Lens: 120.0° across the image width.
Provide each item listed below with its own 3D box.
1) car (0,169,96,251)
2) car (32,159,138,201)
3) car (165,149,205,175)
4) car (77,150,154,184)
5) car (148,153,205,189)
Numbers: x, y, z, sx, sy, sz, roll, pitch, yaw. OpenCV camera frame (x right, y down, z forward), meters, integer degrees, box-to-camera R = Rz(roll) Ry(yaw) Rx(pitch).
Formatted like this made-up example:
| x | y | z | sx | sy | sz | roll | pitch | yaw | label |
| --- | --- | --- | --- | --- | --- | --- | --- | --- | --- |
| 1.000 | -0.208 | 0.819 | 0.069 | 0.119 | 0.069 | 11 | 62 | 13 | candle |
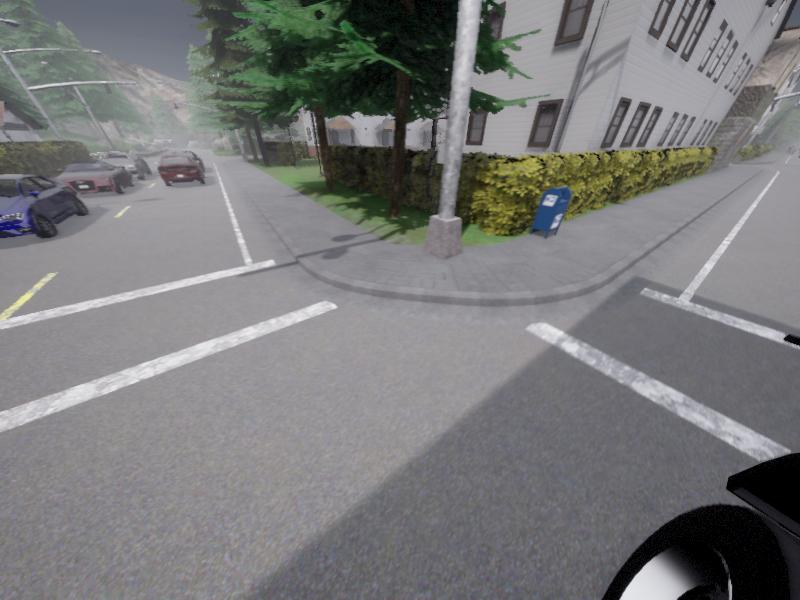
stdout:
| x | y | z | sx | sy | sz | roll | pitch | yaw | label |
| --- | --- | --- | --- | --- | --- | --- | --- | --- | --- |
| -11.511 | -2.809 | 6.834 | 1.816 | 1.474 | 4.193 | -21 | 40 | -28 | car |
| -15.869 | -6.382 | 12.024 | 1.994 | 1.385 | 4.181 | -21 | 40 | -28 | car |
| -18.189 | -11.875 | 19.763 | 1.882 | 1.535 | 5.008 | -21 | 40 | -28 | car |
| -19.503 | -9.464 | 16.199 | 2.152 | 1.651 | 5.027 | -22 | 40 | -28 | car |
| -13.986 | -8.391 | 14.793 | 1.882 | 1.535 | 5.008 | -21 | 40 | -28 | car |
